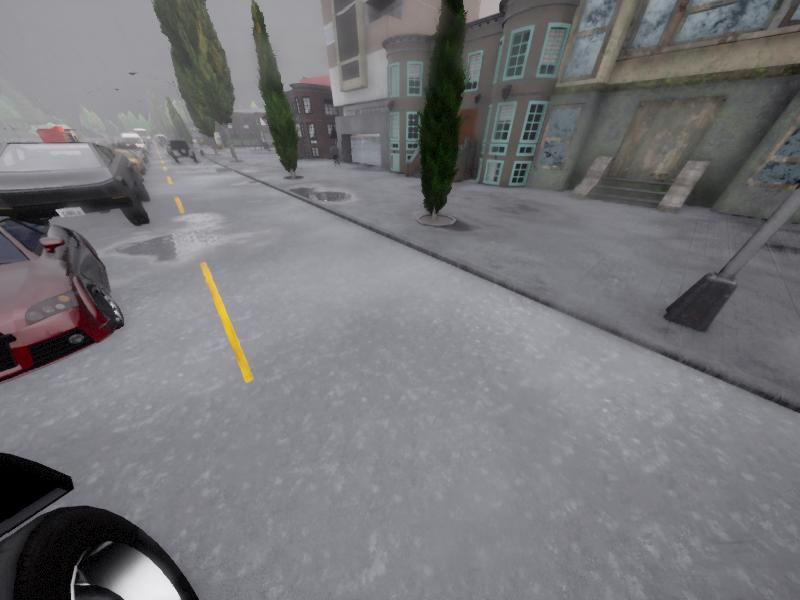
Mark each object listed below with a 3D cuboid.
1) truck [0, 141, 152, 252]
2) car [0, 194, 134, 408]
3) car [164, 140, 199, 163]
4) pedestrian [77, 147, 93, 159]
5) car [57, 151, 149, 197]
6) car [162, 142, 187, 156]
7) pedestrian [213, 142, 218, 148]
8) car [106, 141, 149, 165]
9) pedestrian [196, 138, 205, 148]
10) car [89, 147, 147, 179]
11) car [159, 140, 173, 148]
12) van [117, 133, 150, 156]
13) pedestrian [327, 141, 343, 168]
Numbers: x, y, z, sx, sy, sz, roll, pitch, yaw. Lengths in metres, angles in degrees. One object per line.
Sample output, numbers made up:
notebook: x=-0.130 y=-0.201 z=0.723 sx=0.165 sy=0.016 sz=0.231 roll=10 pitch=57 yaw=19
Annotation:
truck: x=-10.217 y=-3.817 z=7.436 sx=2.390 sy=2.098 sz=6.274 roll=-27 pitch=43 yaw=-33
car: x=-5.637 y=-0.250 z=3.067 sx=4.181 sy=1.385 sz=1.994 roll=26 pitch=43 yaw=33
car: x=-23.476 y=-16.001 z=24.802 sx=1.905 sy=1.878 sz=3.866 roll=-27 pitch=43 yaw=-33
pedestrian: x=-35.504 y=-16.595 z=26.028 sx=0.500 sy=1.100 sz=0.500 roll=19 pitch=39 yaw=25
car: x=-15.008 y=-6.745 z=12.065 sx=2.128 sy=1.511 sz=4.902 roll=-27 pitch=43 yaw=-33
car: x=-32.338 y=-21.689 z=33.168 sx=1.970 sy=1.475 sz=3.806 roll=-27 pitch=43 yaw=-33
pedestrian: x=-42.390 y=-35.728 z=53.135 sx=0.500 sy=1.100 sz=0.500 roll=-28 pitch=44 yaw=-34
car: x=-26.613 y=-14.569 z=22.765 sx=1.932 sy=1.855 sz=4.605 roll=-27 pitch=43 yaw=-33
pedestrian: x=-42.282 y=-33.312 z=49.026 sx=0.751 sy=1.860 sz=0.751 roll=-25 pitch=43 yaw=-32
car: x=-19.614 y=-9.820 z=16.335 sx=1.801 sy=1.575 sz=5.366 roll=-27 pitch=43 yaw=-33
car: x=-56.332 y=-37.594 z=55.480 sx=1.789 sy=1.549 sz=3.705 roll=-27 pitch=43 yaw=-33
van: x=-37.583 y=-22.087 z=32.783 sx=1.988 sy=2.561 sz=5.915 roll=-27 pitch=43 yaw=-33
pedestrian: x=-5.352 y=-12.024 z=19.112 sx=0.751 sy=1.860 sz=0.751 roll=-30 pitch=45 yaw=-35
